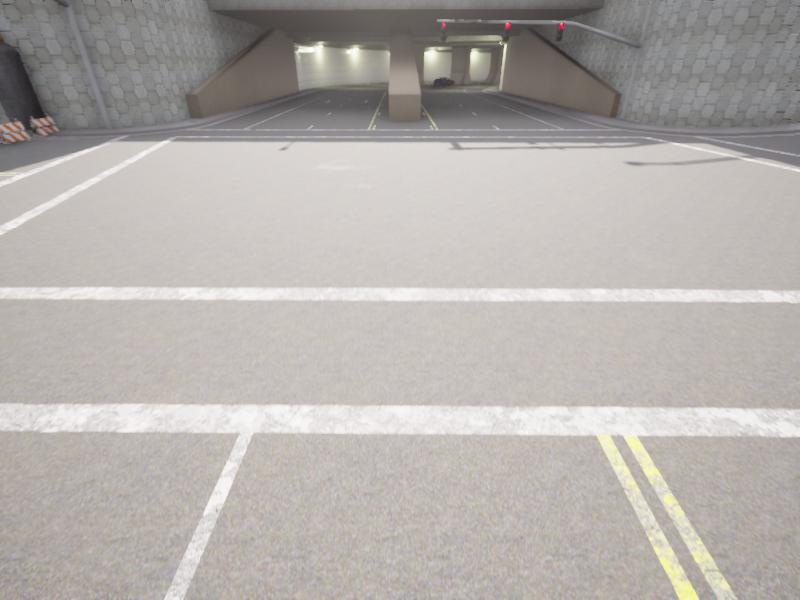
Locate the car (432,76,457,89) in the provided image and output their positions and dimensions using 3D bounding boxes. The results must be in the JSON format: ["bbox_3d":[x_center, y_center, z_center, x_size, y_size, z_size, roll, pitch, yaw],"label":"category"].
[{"bbox_3d":[7.251,-35.527,65.295,2.152,1.651,5.027,15,34,25],"label":"car"}]
